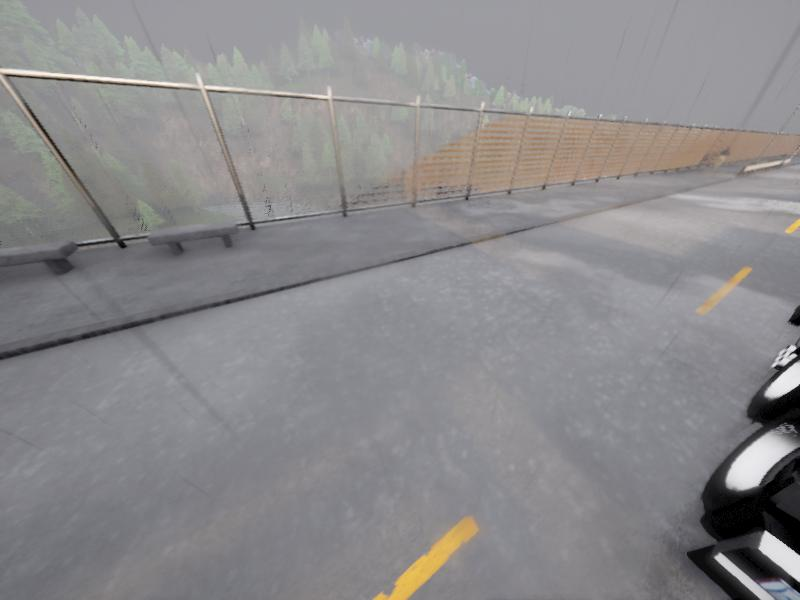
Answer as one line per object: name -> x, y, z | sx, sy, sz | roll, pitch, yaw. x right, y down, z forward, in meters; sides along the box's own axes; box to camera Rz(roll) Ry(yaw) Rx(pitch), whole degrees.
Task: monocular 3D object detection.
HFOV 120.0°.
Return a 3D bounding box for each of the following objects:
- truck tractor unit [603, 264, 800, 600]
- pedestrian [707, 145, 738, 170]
truck tractor unit -> 5.108, -0.304, 0.787 | 6.516, 4.208, 3.053 | -18, 39, -24
pedestrian -> 29.481, -13.022, 21.135 | 0.751, 1.860, 0.751 | -17, 39, -24
